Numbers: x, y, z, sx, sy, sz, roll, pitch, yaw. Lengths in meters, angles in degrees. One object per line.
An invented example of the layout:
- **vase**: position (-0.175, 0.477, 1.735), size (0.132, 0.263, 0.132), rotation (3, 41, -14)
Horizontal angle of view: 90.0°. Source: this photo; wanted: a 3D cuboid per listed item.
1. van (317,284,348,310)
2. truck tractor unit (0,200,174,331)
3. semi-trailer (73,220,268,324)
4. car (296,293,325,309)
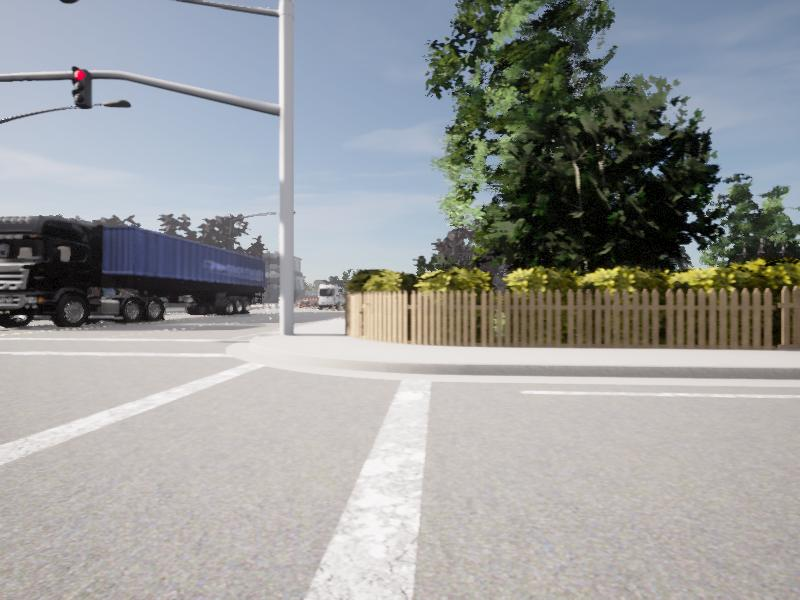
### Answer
- **van**: position (-7.148, -0.273, 43.094), size (1.988, 2.561, 5.915), rotation (0, -1, 4)
- **truck tractor unit**: position (-12.670, -1.096, 16.180), size (3.053, 4.208, 6.516), rotation (0, 0, 5)
- **semi-trailer**: position (-12.104, -1.219, 24.074), size (2.717, 4.402, 14.254), rotation (1, 0, 4)
- **car**: position (-10.391, 0.106, 46.720), size (2.097, 1.767, 4.553), rotation (0, 0, 4)
